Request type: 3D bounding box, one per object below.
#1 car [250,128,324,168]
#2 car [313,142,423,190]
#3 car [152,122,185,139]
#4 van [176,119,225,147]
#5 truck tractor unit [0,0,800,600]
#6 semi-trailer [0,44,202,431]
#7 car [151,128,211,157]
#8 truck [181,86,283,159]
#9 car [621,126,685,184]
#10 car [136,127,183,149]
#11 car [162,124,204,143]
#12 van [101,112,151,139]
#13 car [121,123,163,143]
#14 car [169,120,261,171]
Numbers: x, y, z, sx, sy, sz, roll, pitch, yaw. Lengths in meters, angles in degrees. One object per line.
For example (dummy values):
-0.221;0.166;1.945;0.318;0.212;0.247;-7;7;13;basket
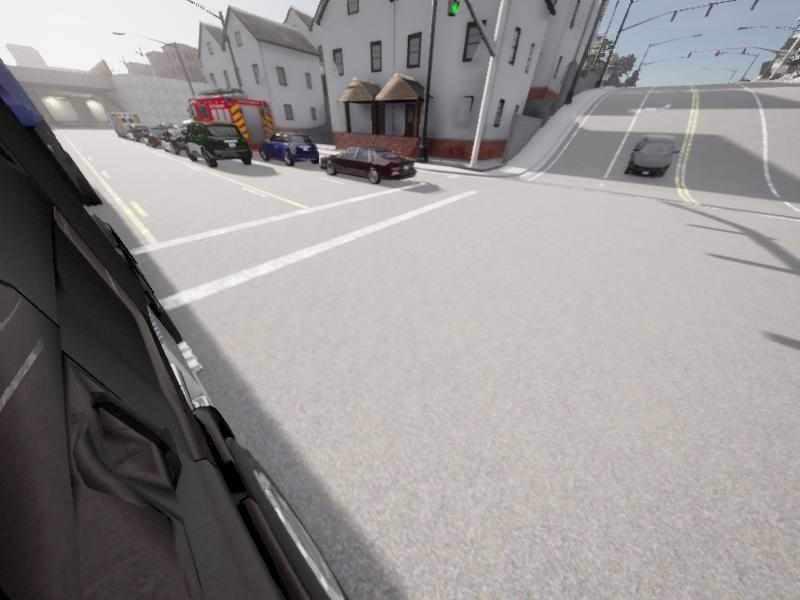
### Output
-7.331;-9.975;15.046;4.553;1.767;2.097;28;44;30;car
-1.702;-6.855;11.534;5.357;1.411;2.033;26;43;28;car
-29.783;-21.778;29.698;3.988;1.617;1.851;28;44;30;car
-20.101;-16.829;23.273;4.480;2.038;2.069;28;44;30;van
-2.645;-0.295;0.351;6.516;4.208;3.053;28;44;30;truck tractor unit
-8.718;-3.577;4.228;14.254;4.402;2.717;28;44;30;semi-trailer
-16.664;-12.053;17.546;4.892;1.490;1.837;28;44;30;car
-13.381;-14.009;18.397;8.468;3.827;2.891;28;44;30;truck
16.178;-9.395;14.733;1.882;1.535;5.008;27;59;29;car
-21.743;-14.672;20.862;4.181;1.385;1.994;29;44;31;car
-25.043;-19.223;26.633;4.902;1.511;2.128;28;44;30;car
-33.420;-21.302;28.174;6.366;2.431;2.351;28;44;30;van
-27.535;-17.803;24.611;4.892;1.490;1.837;28;44;30;car
-11.009;-9.288;13.711;5.566;2.045;2.150;28;44;30;car
